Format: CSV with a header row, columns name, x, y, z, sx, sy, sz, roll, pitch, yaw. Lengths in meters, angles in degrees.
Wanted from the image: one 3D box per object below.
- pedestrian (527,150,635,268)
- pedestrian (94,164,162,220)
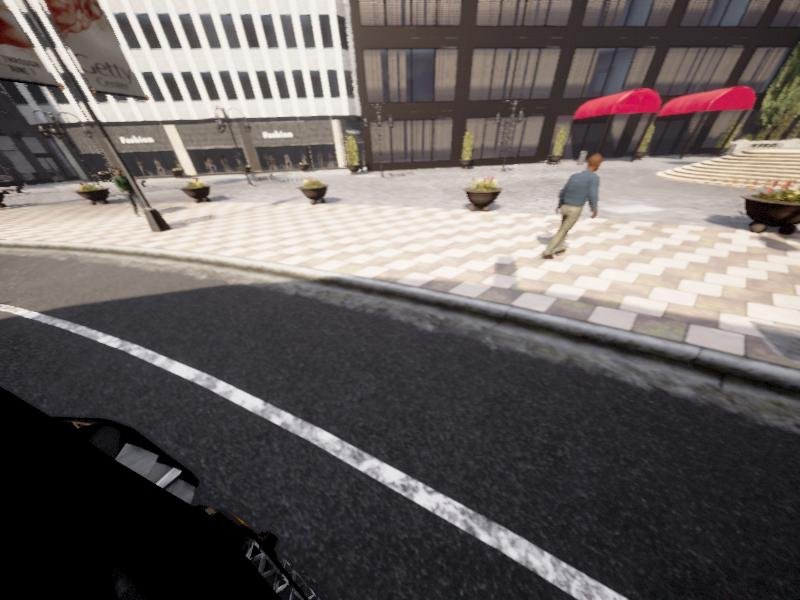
name,x,y,z,sx,sy,sz,roll,pitch,yaw
pedestrian,3.175,-1.656,4.273,0.751,1.860,0.751,-10,34,-12
pedestrian,-10.498,-4.187,9.002,0.751,1.860,0.751,10,35,18
